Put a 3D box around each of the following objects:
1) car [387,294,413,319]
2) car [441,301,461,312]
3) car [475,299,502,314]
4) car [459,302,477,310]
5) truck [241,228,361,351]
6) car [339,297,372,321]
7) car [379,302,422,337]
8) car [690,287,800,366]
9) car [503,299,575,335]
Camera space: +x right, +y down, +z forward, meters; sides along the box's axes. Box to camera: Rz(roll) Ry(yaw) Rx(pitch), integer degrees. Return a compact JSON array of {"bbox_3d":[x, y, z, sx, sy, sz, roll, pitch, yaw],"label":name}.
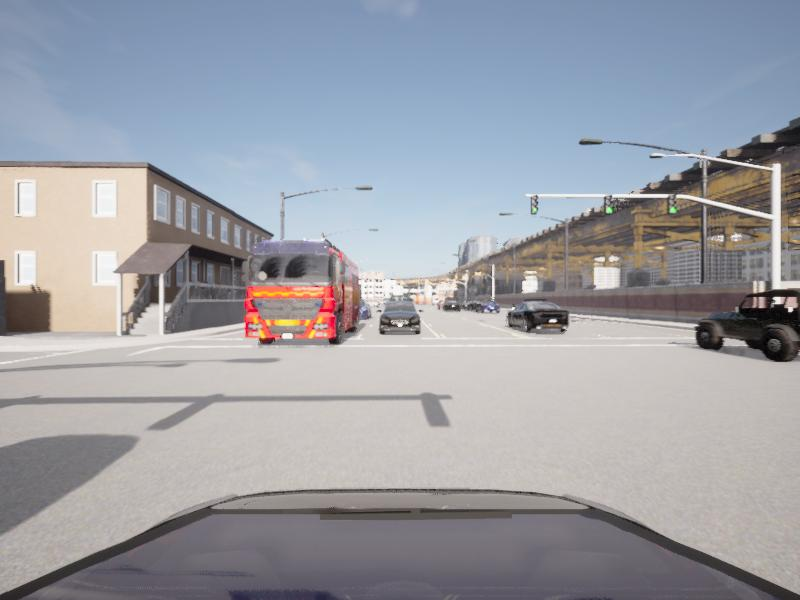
[{"bbox_3d":[0.003,0.551,35.265,2.150,2.045,5.566,0,0,0],"label":"car"},{"bbox_3d":[7.004,0.824,55.139,2.163,1.488,4.792,0,0,0],"label":"car"},{"bbox_3d":[10.503,0.756,48.096,2.152,1.651,5.027,0,0,0],"label":"car"},{"bbox_3d":[10.504,0.913,62.006,1.895,1.301,4.718,0,0,0],"label":"car"},{"bbox_3d":[-3.503,-0.330,16.686,2.891,3.827,8.468,0,0,0],"label":"truck"},{"bbox_3d":[-3.494,0.679,32.157,2.097,1.767,4.553,0,0,1],"label":"car"},{"bbox_3d":[0.002,0.834,19.531,1.837,1.490,4.892,0,0,0],"label":"car"},{"bbox_3d":[10.503,0.639,11.262,1.905,1.878,3.866,0,0,0],"label":"car"},{"bbox_3d":[7.003,0.759,20.884,1.930,1.638,5.238,0,0,0],"label":"car"}]
